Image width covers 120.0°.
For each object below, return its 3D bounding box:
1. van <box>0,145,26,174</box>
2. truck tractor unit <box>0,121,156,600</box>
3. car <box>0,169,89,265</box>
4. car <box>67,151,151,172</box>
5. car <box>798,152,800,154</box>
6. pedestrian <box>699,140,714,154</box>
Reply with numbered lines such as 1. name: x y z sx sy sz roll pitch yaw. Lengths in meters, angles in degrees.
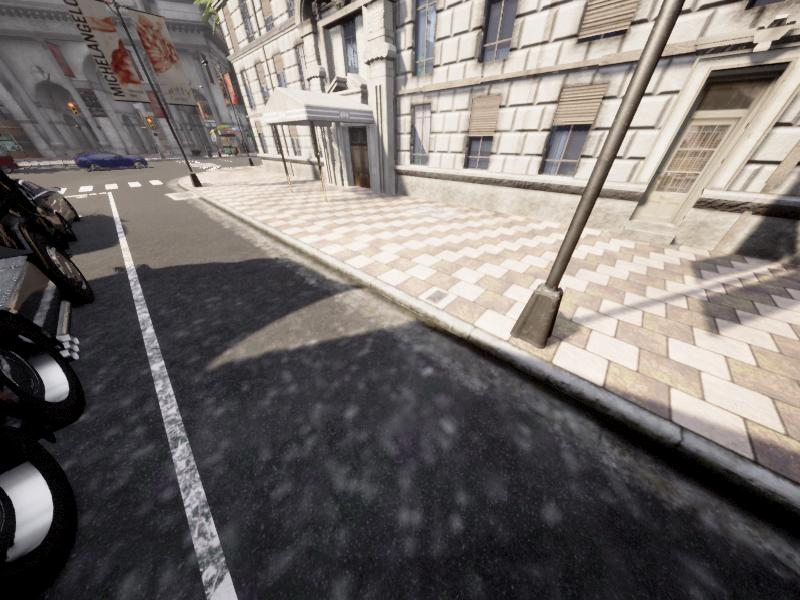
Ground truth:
1. van: -35.188 -11.325 18.774 1.775 1.987 4.442 28 44 34
2. truck tractor unit: -4.849 -0.504 1.069 6.516 4.208 3.053 28 44 34
3. car: -10.634 -2.442 6.257 4.902 1.511 2.128 28 44 34
4. car: -27.120 -13.130 21.777 1.812 1.442 4.674 28 44 34
5. car: 64.450 -22.634 34.413 2.097 1.767 4.553 -1 35 -1
6. pedestrian: 51.179 -25.529 38.562 0.751 1.860 0.751 -29 44 -35
